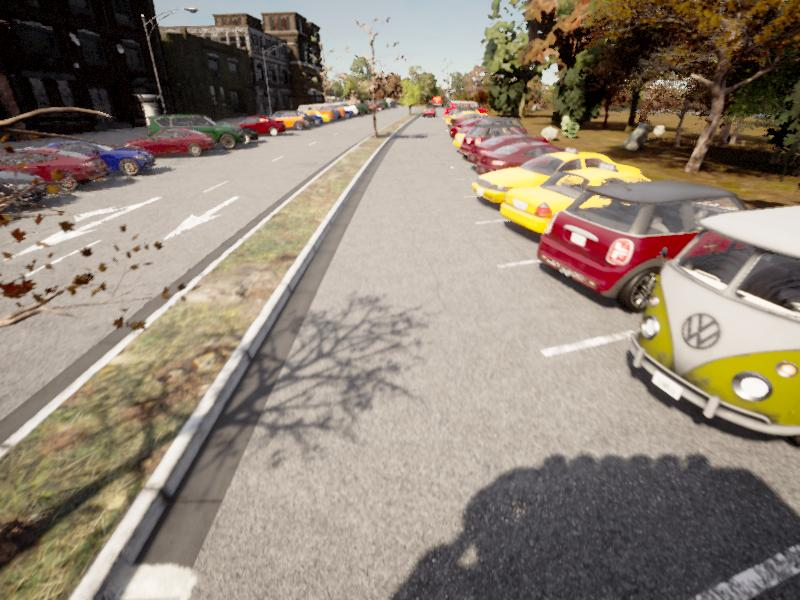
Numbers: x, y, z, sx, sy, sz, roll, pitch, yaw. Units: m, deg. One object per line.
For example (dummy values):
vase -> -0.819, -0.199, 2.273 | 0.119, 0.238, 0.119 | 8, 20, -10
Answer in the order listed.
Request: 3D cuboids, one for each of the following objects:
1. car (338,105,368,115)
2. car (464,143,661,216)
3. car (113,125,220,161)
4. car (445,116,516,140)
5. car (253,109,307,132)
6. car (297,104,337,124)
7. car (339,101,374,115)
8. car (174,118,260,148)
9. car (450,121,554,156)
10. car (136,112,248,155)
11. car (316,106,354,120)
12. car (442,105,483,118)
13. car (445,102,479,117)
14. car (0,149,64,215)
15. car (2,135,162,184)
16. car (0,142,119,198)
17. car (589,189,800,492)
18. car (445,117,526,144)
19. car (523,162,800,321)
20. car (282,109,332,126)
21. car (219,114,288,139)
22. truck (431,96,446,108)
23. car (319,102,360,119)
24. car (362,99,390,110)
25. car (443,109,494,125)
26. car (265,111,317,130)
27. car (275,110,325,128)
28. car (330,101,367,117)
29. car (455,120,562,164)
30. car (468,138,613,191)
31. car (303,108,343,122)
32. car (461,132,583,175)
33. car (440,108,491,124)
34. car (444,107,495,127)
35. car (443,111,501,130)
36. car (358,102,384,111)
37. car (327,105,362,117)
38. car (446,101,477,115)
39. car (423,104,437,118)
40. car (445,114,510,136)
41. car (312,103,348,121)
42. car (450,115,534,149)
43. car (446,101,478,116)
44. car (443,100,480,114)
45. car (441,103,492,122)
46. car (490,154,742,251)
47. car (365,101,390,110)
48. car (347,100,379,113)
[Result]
car -> -7.947, -32.126, 67.602 | 4.792, 1.488, 2.163 | -7, 27, -12
car -> 4.900, -3.839, 12.338 | 5.366, 1.575, 1.946 | -8, 29, -16
car -> -12.750, -8.760, 22.235 | 4.674, 1.452, 2.002 | -9, 28, -15
car -> 6.143, -13.309, 30.798 | 4.792, 1.488, 2.163 | -7, 28, -14
car -> -11.418, -17.179, 38.240 | 4.553, 1.767, 2.185 | -8, 28, -13
car -> -10.144, -22.780, 48.899 | 4.442, 1.987, 1.878 | -8, 27, -12
car -> -7.629, -33.745, 70.133 | 5.566, 2.045, 2.435 | -7, 27, -12
car -> -12.395, -11.556, 27.586 | 5.008, 1.535, 2.097 | -9, 28, -14
car -> 5.772, -9.308, 22.965 | 5.366, 1.575, 1.946 | -7, 28, -15
car -> -12.560, -10.407, 24.800 | 5.566, 2.045, 2.435 | -9, 28, -14
car -> -9.285, -26.675, 56.958 | 5.008, 1.535, 2.097 | -7, 27, -12
car -> 8.860, -26.861, 57.022 | 5.366, 1.575, 1.946 | -6, 28, -12
car -> 9.251, -28.420, 59.563 | 4.442, 1.987, 1.878 | -6, 28, -12
car -> -13.277, -3.276, 11.484 | 4.892, 1.521, 2.231 | -10, 28, -16
car -> -13.049, -6.002, 16.873 | 4.674, 1.452, 2.002 | -9, 28, -15
car -> -13.162, -4.621, 14.184 | 4.674, 1.452, 2.002 | -10, 29, -16
car -> 4.758, 0.018, 4.360 | 4.442, 1.987, 1.878 | -8, 29, -17
car -> 5.955, -11.989, 28.172 | 5.008, 1.535, 2.097 | -7, 28, -14
car -> 4.885, -1.261, 7.066 | 4.553, 1.767, 2.185 | -8, 28, -17
car -> -10.743, -21.166, 46.264 | 5.366, 1.575, 1.946 | -8, 28, -12
car -> -11.945, -14.311, 32.940 | 5.008, 1.535, 2.097 | -8, 28, -13
truck -> 9.624, -49.416, 99.795 | 2.627, 2.467, 5.204 | 6, 26, 13
car -> -8.986, -28.261, 59.490 | 5.566, 2.045, 2.435 | -8, 28, -12
car -> -5.335, -43.340, 88.734 | 5.566, 2.045, 2.435 | -7, 28, -11
car -> 7.466, -20.104, 43.923 | 4.892, 1.521, 2.231 | -6, 28, -13
car -> -11.149, -18.442, 40.972 | 4.892, 1.521, 2.231 | -8, 28, -12
car -> -10.879, -19.819, 43.645 | 5.008, 1.535, 2.097 | -8, 27, -12
car -> -8.334, -30.997, 64.799 | 5.566, 2.045, 2.435 | -8, 28, -12
car -> 5.409, -8.036, 20.223 | 4.553, 1.767, 2.185 | -8, 28, -15
car -> 5.175, -5.183, 15.045 | 4.674, 1.452, 2.002 | -8, 28, -16
car -> -9.959, -23.903, 51.642 | 4.792, 1.488, 2.163 | -8, 28, -12
car -> 5.295, -6.537, 17.676 | 4.674, 1.452, 2.002 | -8, 28, -15
car -> 7.594, -21.439, 46.502 | 5.366, 1.575, 1.946 | -6, 28, -13
car -> 7.153, -18.860, 41.233 | 4.553, 1.767, 2.185 | -6, 28, -13
car -> 6.897, -17.399, 38.673 | 5.008, 1.535, 2.097 | -7, 28, -13
car -> -5.989, -40.363, 83.529 | 5.008, 1.535, 2.097 | -7, 27, -11
car -> -8.632, -29.412, 62.270 | 5.008, 1.535, 2.097 | -7, 27, -12
car -> 9.890, -31.133, 64.826 | 4.442, 1.987, 1.878 | -6, 28, -12
car -> 4.493, -28.167, 59.567 | 1.851, 1.617, 3.988 | 2, 27, 6
car -> 6.431, -14.674, 33.448 | 4.792, 1.488, 2.163 | -7, 28, -14
car -> -9.501, -25.523, 54.224 | 4.442, 1.987, 1.878 | -8, 27, -12
car -> 5.802, -10.748, 25.490 | 4.553, 1.767, 2.185 | -7, 29, -15
car -> 9.571, -29.777, 62.195 | 4.442, 1.987, 1.878 | -6, 28, -12
car -> 10.353, -32.529, 67.480 | 5.566, 2.045, 2.435 | -6, 28, -12
car -> 8.111, -23.040, 49.069 | 5.566, 2.045, 2.435 | -6, 28, -12
car -> 5.163, -2.537, 9.815 | 5.366, 1.575, 1.946 | -8, 28, -16
car -> -5.145, -44.491, 91.484 | 5.366, 1.575, 1.946 | -8, 28, -11
car -> -6.972, -36.483, 75.447 | 5.566, 2.045, 2.435 | -7, 27, -12
